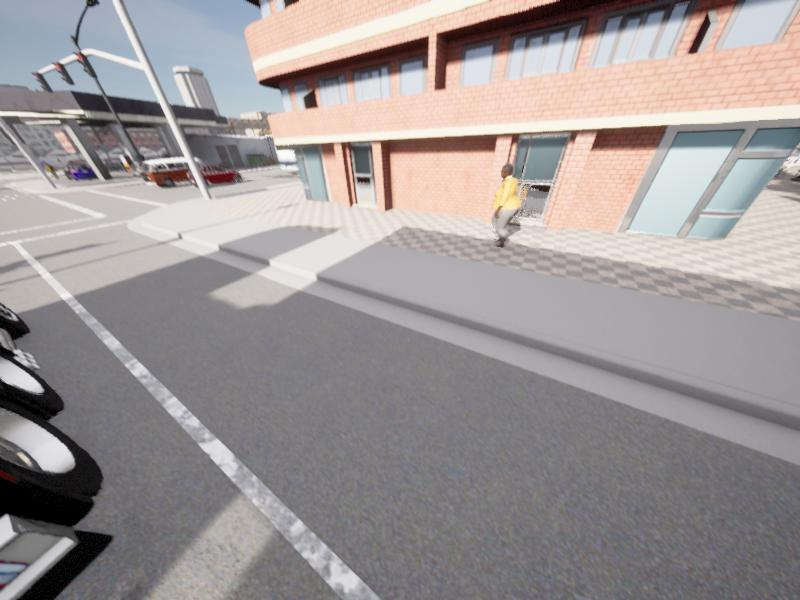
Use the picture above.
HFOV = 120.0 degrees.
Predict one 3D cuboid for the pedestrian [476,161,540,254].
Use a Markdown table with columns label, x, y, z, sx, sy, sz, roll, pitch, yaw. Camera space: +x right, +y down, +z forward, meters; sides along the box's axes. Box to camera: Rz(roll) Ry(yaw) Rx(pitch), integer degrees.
| label | x | y | z | sx | sy | sz | roll | pitch | yaw |
| --- | --- | --- | --- | --- | --- | --- | --- | --- | --- |
| pedestrian | 2.461 | -2.160 | 5.432 | 0.751 | 1.860 | 0.751 | 28 | 44 | 36 |

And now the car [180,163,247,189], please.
| label | x | y | z | sx | sy | sz | roll | pitch | yaw |
| --- | --- | --- | --- | --- | --- | --- | --- | --- | --- |
| car | -15.333 | -10.378 | 19.239 | 1.845 | 1.501 | 3.633 | 16 | 38 | 25 |

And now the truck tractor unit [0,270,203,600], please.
| label | x | y | z | sx | sy | sz | roll | pitch | yaw |
| --- | --- | --- | --- | --- | --- | --- | --- | --- | --- |
| truck tractor unit | -5.232 | -0.109 | 0.842 | 6.516 | 4.208 | 3.053 | 13 | 42 | 27 |

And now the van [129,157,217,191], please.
| label | x | y | z | sx | sy | sz | roll | pitch | yaw |
| --- | --- | --- | --- | --- | --- | --- | --- | --- | --- |
| van | -19.041 | -10.859 | 19.690 | 2.069 | 2.038 | 4.480 | 16 | 39 | 24 |

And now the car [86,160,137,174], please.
| label | x | y | z | sx | sy | sz | roll | pitch | yaw |
| --- | --- | --- | --- | --- | --- | --- | --- | --- | --- |
| car | -49.422 | -23.014 | 39.761 | 1.930 | 1.638 | 5.238 | 3 | 35 | 8 |

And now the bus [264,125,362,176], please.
| label | x | y | z | sx | sy | sz | roll | pitch | yaw |
| --- | --- | --- | --- | --- | --- | --- | --- | --- | --- |
| bus | -9.463 | -17.798 | 27.469 | 3.944 | 4.253 | 10.273 | 16 | 38 | 25 |

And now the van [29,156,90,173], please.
| label | x | y | z | sx | sy | sz | roll | pitch | yaw |
| --- | --- | --- | --- | --- | --- | --- | --- | --- | --- |
| van | -68.813 | -27.584 | 46.905 | 2.351 | 2.431 | 6.366 | 17 | 38 | 26 |

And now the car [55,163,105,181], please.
| label | x | y | z | sx | sy | sz | roll | pitch | yaw |
| --- | --- | --- | --- | --- | --- | --- | --- | --- | --- |
| car | -37.464 | -15.059 | 27.074 | 4.611 | 1.667 | 2.242 | 17 | 38 | 26 |
